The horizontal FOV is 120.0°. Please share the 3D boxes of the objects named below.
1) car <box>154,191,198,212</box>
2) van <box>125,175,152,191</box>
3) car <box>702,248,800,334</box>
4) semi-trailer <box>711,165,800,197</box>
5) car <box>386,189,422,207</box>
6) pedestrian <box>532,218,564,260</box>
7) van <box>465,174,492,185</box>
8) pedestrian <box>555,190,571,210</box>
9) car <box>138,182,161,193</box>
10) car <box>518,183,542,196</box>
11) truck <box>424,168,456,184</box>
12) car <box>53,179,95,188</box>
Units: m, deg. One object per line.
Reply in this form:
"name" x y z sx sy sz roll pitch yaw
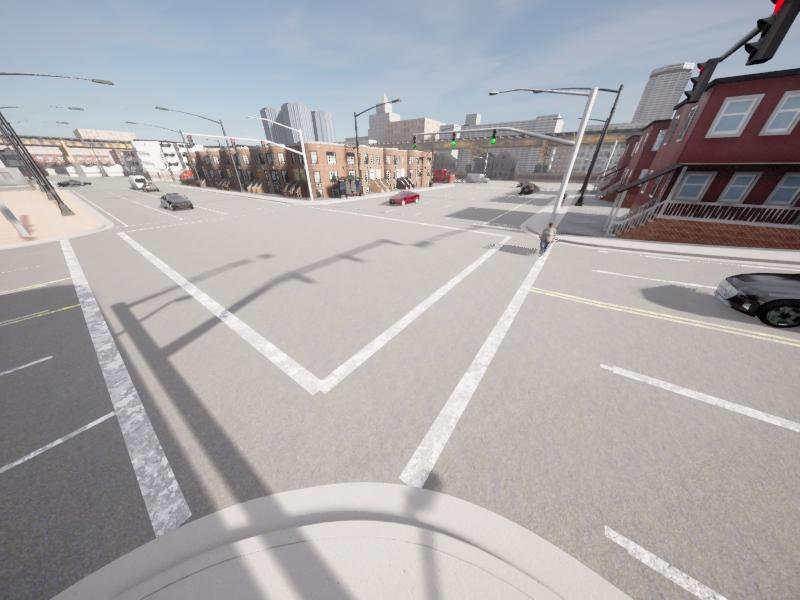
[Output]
"car" -25.064 -11.054 25.804 5.238 1.638 1.930 20 36 31
"van" -54.032 -24.244 47.712 5.915 2.561 1.988 20 36 31
"car" 12.056 0.004 5.797 4.856 1.649 2.033 15 33 33
"semi-trailer" 61.407 -18.746 36.341 14.254 4.402 2.717 15 33 25
"car" 0.607 -12.938 29.172 1.882 1.535 5.008 20 36 31
"pedestrian" 7.464 -3.103 11.711 0.751 1.860 0.751 25 38 36
"van" 21.423 -33.258 63.477 6.366 2.431 2.351 20 36 31
"pedestrian" 17.176 -10.533 24.329 0.751 1.860 0.751 25 38 36
"car" -47.543 -21.412 43.855 3.988 1.617 1.851 20 36 31
"car" 22.491 -19.251 39.973 2.242 1.667 4.611 23 37 34
"truck" 11.259 -35.434 65.848 8.468 3.827 2.891 20 36 31
"car" -75.947 -27.277 53.915 1.930 1.638 5.238 4 31 7
